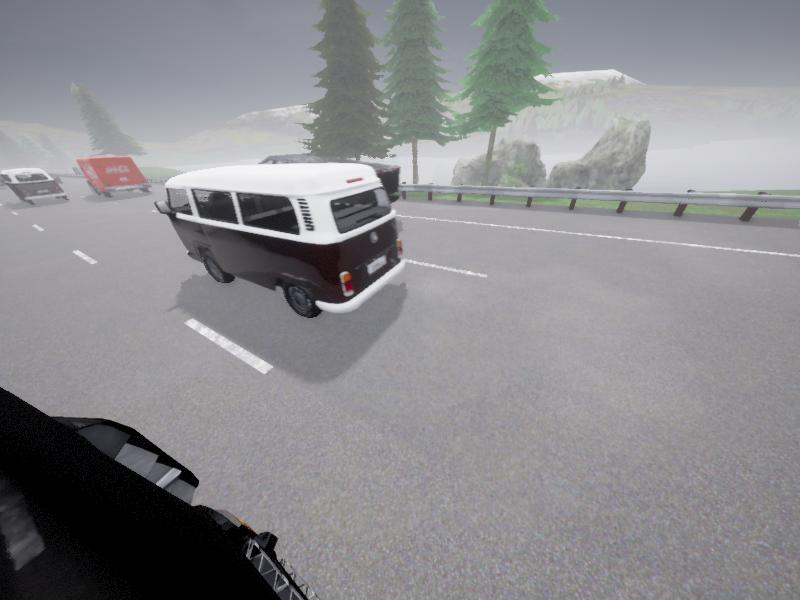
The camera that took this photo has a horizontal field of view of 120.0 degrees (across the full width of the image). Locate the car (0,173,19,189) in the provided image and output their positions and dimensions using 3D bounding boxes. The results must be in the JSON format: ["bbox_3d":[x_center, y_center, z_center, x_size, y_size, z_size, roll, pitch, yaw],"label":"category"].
[{"bbox_3d":[-48.872,-14.432,28.074,4.193,1.474,1.816,16,38,26],"label":"car"}]

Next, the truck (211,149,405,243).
[{"bbox_3d":[-3.192,-3.829,8.047,6.274,2.098,2.390,16,38,26],"label":"truck"}]

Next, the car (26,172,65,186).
[{"bbox_3d":[-46.443,-15.905,30.263,4.718,1.301,1.895,16,38,26],"label":"car"}]

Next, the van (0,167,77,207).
[{"bbox_3d":[-25.131,-7.848,15.839,4.480,2.038,2.069,16,38,26],"label":"van"}]

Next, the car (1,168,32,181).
[{"bbox_3d":[-69.527,-22.768,41.836,4.605,1.855,1.932,16,38,26],"label":"car"}]

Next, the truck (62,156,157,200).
[{"bbox_3d":[-21.661,-9.266,17.324,5.204,2.467,2.627,17,38,26],"label":"truck"}]

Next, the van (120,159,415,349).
[{"bbox_3d":[-2.203,-1.281,4.198,4.480,2.038,2.069,16,38,26],"label":"van"}]
